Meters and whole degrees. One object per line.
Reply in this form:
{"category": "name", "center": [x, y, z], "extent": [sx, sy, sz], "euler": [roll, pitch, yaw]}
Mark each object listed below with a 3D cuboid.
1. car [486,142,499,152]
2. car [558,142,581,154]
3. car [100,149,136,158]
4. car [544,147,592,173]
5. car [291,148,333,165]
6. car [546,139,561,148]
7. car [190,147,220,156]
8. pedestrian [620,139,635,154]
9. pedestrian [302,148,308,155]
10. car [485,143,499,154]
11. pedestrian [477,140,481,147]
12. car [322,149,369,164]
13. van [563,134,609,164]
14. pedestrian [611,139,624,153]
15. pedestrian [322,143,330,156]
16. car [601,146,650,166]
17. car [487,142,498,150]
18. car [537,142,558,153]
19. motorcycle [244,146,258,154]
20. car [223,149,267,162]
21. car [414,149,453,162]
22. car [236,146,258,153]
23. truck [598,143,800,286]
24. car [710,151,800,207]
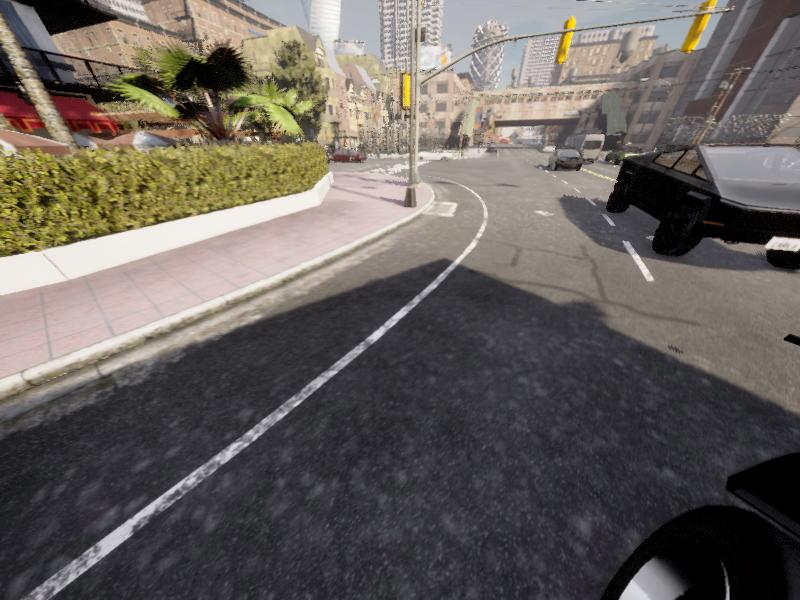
{"category": "car", "center": [20.154, -33.497, 50.482], "extent": [2.185, 1.767, 4.553], "euler": [10, 36, 16]}
{"category": "car", "center": [31.268, -28.218, 42.799], "extent": [2.033, 1.649, 4.856], "euler": [11, 36, 16]}
{"category": "car", "center": [-56.490, -29.476, 46.340], "extent": [5.357, 1.411, 2.033], "euler": [8, 36, 12]}
{"category": "car", "center": [14.195, -12.163, 19.891], "extent": [1.930, 1.638, 5.238], "euler": [11, 36, 16]}
{"category": "car", "center": [-10.272, -16.843, 27.109], "extent": [3.988, 1.617, 1.851], "euler": [10, 36, 15]}
{"category": "car", "center": [45.551, -46.517, 68.631], "extent": [2.435, 2.045, 5.566], "euler": [10, 36, 16]}
{"category": "car", "center": [-40.785, -31.203, 48.501], "extent": [2.163, 1.488, 4.792], "euler": [2, 35, 3]}
{"category": "pedestrian", "center": [35.102, -23.636, 35.601], "extent": [0.751, 1.860, 0.751], "euler": [7, 35, 11]}
{"category": "pedestrian", "center": [-17.241, -26.966, 41.990], "extent": [0.500, 1.100, 0.500], "euler": [7, 36, 12]}
{"category": "car", "center": [18.190, -29.895, 45.534], "extent": [2.097, 1.535, 5.008], "euler": [10, 36, 16]}
{"category": "pedestrian", "center": [25.323, -50.049, 73.932], "extent": [0.751, 1.860, 0.751], "euler": [13, 37, 18]}
{"category": "car", "center": [-6.825, -18.192, 29.185], "extent": [5.357, 1.411, 2.033], "euler": [11, 36, 16]}
{"category": "van", "center": [20.599, -17.040, 26.037], "extent": [1.988, 2.561, 5.915], "euler": [11, 36, 16]}
{"category": "pedestrian", "center": [37.002, -26.200, 39.272], "extent": [0.751, 1.860, 0.751], "euler": [5, 35, 8]}
{"category": "pedestrian", "center": [-12.995, -26.521, 40.607], "extent": [0.751, 1.860, 0.751], "euler": [12, 37, 17]}
{"category": "car", "center": [23.431, -15.219, 24.247], "extent": [2.007, 1.525, 4.514], "euler": [11, 36, 16]}
{"category": "car", "center": [23.704, -39.212, 58.900], "extent": [2.231, 1.521, 4.892], "euler": [10, 36, 16]}
{"category": "car", "center": [28.169, -29.218, 44.263], "extent": [2.242, 1.667, 4.611], "euler": [11, 36, 16]}
{"category": "motorcycle", "center": [-33.416, -33.613, 51.796], "extent": [2.356, 1.277, 0.764], "euler": [-7, 25, -9]}
{"category": "car", "center": [-22.555, -21.103, 33.664], "extent": [5.357, 1.411, 2.033], "euler": [10, 36, 15]}
{"category": "car", "center": [4.225, -18.489, 29.509], "extent": [4.718, 1.301, 1.895], "euler": [1, 35, 3]}
{"category": "car", "center": [-40.112, -39.595, 60.644], "extent": [1.812, 1.442, 4.674], "euler": [10, 36, 16]}
{"category": "truck", "center": [8.046, -2.899, 6.213], "extent": [2.390, 2.098, 6.274], "euler": [14, 37, 20]}
{"category": "car", "center": [17.362, -5.431, 10.127], "extent": [2.152, 1.651, 5.027], "euler": [12, 37, 17]}
